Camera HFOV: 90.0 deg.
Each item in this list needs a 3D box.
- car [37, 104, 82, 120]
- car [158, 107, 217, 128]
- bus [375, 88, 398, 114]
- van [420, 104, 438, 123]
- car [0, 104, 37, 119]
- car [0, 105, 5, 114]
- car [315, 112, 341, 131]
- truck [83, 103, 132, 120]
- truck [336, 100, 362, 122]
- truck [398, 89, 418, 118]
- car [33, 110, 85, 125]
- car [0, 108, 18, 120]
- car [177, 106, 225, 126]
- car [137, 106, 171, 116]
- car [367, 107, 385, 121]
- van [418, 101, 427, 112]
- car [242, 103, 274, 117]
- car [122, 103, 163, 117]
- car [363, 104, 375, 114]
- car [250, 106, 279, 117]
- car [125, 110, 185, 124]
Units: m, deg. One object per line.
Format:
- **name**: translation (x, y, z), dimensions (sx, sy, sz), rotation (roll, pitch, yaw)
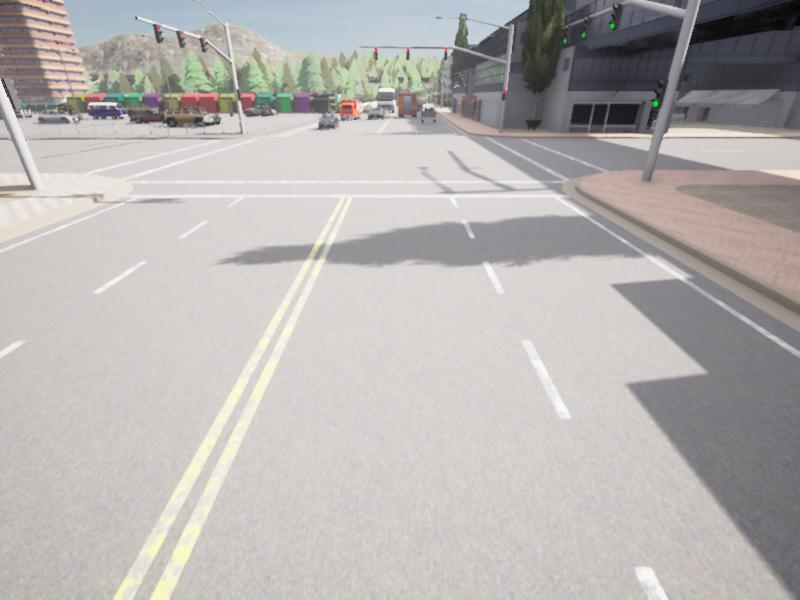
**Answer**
- **car**: translation (-45.279, -25.029, 53.278), dimensions (3.866, 1.878, 1.905), rotation (0, 27, 0)
- **car**: translation (-21.465, -18.536, 40.548), dimensions (4.605, 1.855, 1.932), rotation (0, 27, 0)
- **bus**: translation (-2.424, -39.206, 78.692), dimensions (3.944, 4.253, 10.273), rotation (1, 27, 1)
- **van**: translation (3.639, -24.004, 51.382), dimensions (2.069, 2.038, 4.480), rotation (1, 27, 1)
- **car**: translation (-54.016, -26.249, 55.665), dimensions (4.605, 1.855, 1.932), rotation (0, 27, 0)
- **car**: translation (-75.918, -34.782, 73.114), dimensions (2.033, 1.411, 5.357), rotation (0, 27, 0)
- **car**: translation (-7.133, -17.891, 39.997), dimensions (1.845, 1.501, 3.633), rotation (0, 27, 1)
- **truck**: translation (-38.899, -25.120, 53.235), dimensions (4.478, 2.038, 2.069), rotation (0, 27, 0)
- **truck**: translation (-6.787, -25.627, 54.090), dimensions (2.627, 2.467, 5.204), rotation (1, 27, 1)
- **truck**: translation (1.224, -30.934, 62.980), dimensions (2.891, 3.827, 8.468), rotation (1, 27, 1)
- **car**: translation (-38.873, -20.869, 45.659), dimensions (3.806, 1.475, 1.970), rotation (0, 27, 0)
- **car**: translation (-53.967, -24.840, 53.372), dimensions (3.905, 1.438, 1.784), rotation (0, 27, 0)
- **car**: translation (-21.408, -19.851, 43.126), dimensions (3.866, 1.878, 1.905), rotation (0, 27, 0)
- **car**: translation (-38.884, -29.907, 63.270), dimensions (3.905, 1.438, 1.784), rotation (0, 27, 0)
- **car**: translation (-3.250, -25.795, 55.355), dimensions (2.152, 1.651, 5.027), rotation (1, 27, 1)
- **van**: translation (4.557, -39.910, 82.558), dimensions (1.775, 1.987, 4.442), rotation (1, 27, 1)
- **car**: translation (-21.430, -28.783, 60.599), dimensions (3.866, 1.878, 1.905), rotation (0, 27, 0)
- **car**: translation (-38.950, -28.776, 60.595), dimensions (4.605, 1.855, 1.932), rotation (0, 27, 0)
- **car**: translation (-6.077, -37.463, 78.271), dimensions (1.801, 1.575, 5.366), rotation (1, 27, 1)
- **car**: translation (-21.417, -29.888, 63.286), dimensions (3.806, 1.475, 1.970), rotation (0, 27, 0)
- **car**: translation (-27.847, -20.880, 45.656), dimensions (5.357, 1.415, 2.033), rotation (0, 27, 0)
